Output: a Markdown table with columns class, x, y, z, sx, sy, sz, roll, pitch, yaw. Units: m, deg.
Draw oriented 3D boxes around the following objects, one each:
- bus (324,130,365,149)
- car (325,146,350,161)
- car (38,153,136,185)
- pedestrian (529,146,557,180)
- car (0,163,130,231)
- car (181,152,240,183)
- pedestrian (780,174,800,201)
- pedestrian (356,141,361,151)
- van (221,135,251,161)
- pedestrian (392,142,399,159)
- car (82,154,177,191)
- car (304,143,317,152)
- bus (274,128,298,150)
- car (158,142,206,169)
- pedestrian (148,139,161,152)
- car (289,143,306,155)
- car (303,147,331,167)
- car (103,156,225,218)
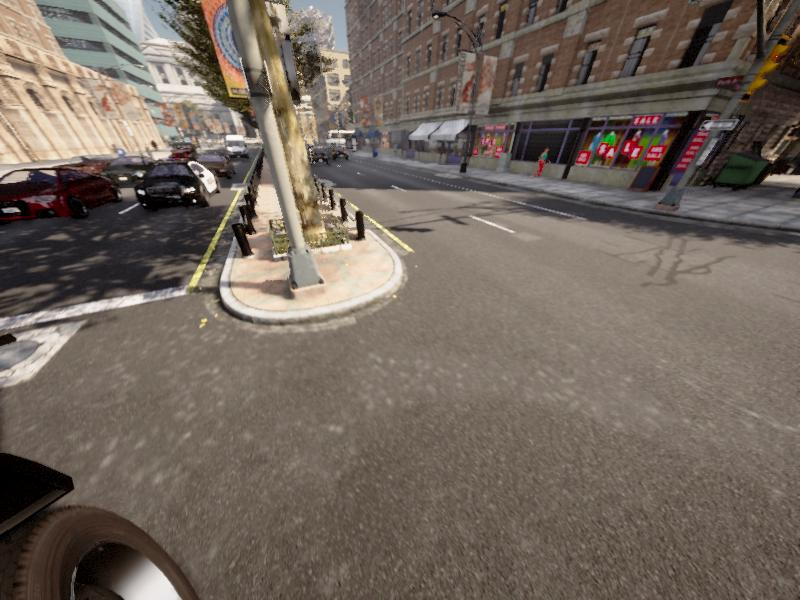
| class | x | y | z | sx | sy | sz | roll | pitch | yaw |
| --- | --- | --- | --- | --- | --- | --- | --- | --- | --- |
| bus | -15.778 | -45.860 | 66.069 | 10.273 | 4.253 | 3.944 | -15 | 38 | -22 |
| car | -8.240 | -19.228 | 30.212 | 2.038 | 1.542 | 4.974 | -15 | 37 | -21 |
| car | -19.579 | -8.543 | 14.836 | 1.895 | 1.301 | 4.718 | -15 | 38 | -21 |
| pedestrian | 9.371 | -9.057 | 15.251 | 0.751 | 1.860 | 0.751 | -14 | 37 | -20 |
| car | -12.063 | -3.775 | 8.034 | 1.994 | 1.385 | 4.181 | -15 | 38 | -21 |
| car | -12.731 | -9.269 | 15.917 | 2.033 | 1.411 | 5.357 | -15 | 38 | -21 |
| pedestrian | 18.351 | -5.472 | 10.233 | 0.751 | 1.860 | 0.751 | -21 | 40 | -28 |
| pedestrian | -9.151 | -34.043 | 50.947 | 0.751 | 1.860 | 0.751 | -13 | 37 | -19 |
| van | -20.928 | -19.703 | 29.811 | 1.988 | 2.561 | 5.915 | -15 | 38 | -21 |
| pedestrian | -0.625 | -20.025 | 30.891 | 0.751 | 1.860 | 0.751 | -5 | 35 | -8 |
| car | -15.080 | -7.452 | 13.281 | 1.994 | 1.385 | 4.181 | -14 | 37 | -20 |
| car | -19.091 | -32.450 | 49.090 | 1.845 | 1.501 | 3.633 | -14 | 37 | -20 |
| bus | -29.091 | -40.849 | 58.655 | 3.944 | 4.253 | 10.273 | -15 | 38 | -21 |
| car | -19.720 | -13.293 | 21.164 | 1.905 | 1.878 | 3.866 | -15 | 38 | -21 |
| pedestrian | -42.230 | -26.638 | 39.743 | 0.751 | 1.860 | 0.751 | -14 | 37 | -20 |
| car | -17.864 | -26.294 | 40.155 | 2.033 | 1.649 | 4.856 | -15 | 38 | -21 |
| car | -8.937 | -15.386 | 24.702 | 1.837 | 1.490 | 4.892 | -15 | 38 | -21 |
| car | -9.145 | -4.957 | 9.642 | 2.038 | 1.542 | 4.974 | -15 | 38 | -21 |
